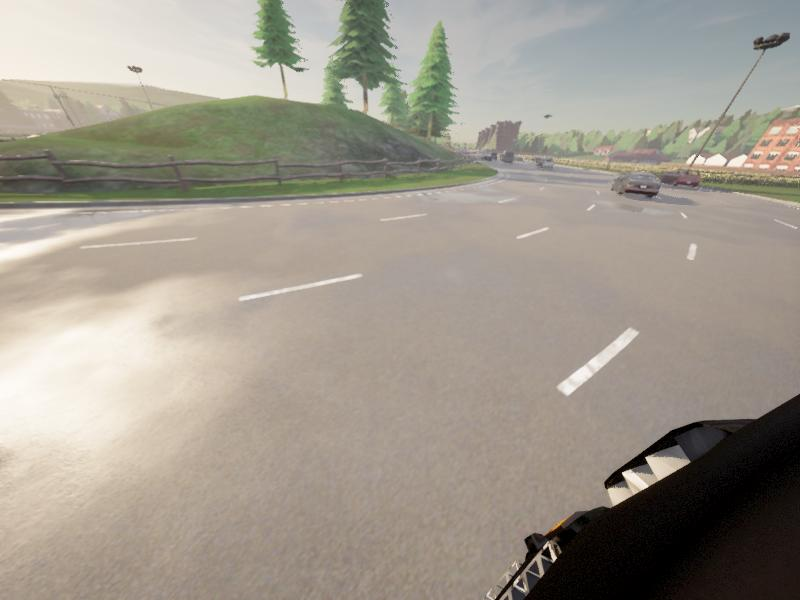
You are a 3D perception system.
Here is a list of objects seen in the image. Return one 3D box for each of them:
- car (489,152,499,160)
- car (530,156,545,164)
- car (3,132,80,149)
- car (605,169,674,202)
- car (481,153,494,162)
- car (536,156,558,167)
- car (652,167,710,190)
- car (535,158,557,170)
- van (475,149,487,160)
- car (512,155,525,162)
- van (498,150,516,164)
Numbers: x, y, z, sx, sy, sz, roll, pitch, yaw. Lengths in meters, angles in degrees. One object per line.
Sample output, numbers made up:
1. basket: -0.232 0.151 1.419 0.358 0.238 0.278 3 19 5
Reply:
1. car: 27.643 -42.439 68.189 1.905 1.878 3.866 8 34 7
2. car: 36.896 -37.707 62.118 1.837 1.490 4.892 8 34 7
3. car: -46.789 -20.918 30.405 2.038 1.542 4.974 8 34 7
4. car: 16.430 -8.161 16.220 2.033 1.411 5.357 20 37 24
5. car: 21.858 -35.809 57.982 1.930 1.638 5.238 8 34 7
6. car: 30.236 -28.594 47.755 2.242 1.667 4.611 8 34 7
7. car: 27.580 -12.102 22.882 1.845 1.501 3.633 13 35 13
8. car: 24.938 -23.423 39.698 1.845 1.501 3.633 8 34 7
9. van: 24.603 -44.303 70.244 2.351 2.431 6.366 8 34 7
10. car: 34.565 -41.475 67.658 2.128 1.511 4.902 8 34 7
11. van: 24.282 -32.604 52.540 1.988 2.561 5.915 8 34 7
